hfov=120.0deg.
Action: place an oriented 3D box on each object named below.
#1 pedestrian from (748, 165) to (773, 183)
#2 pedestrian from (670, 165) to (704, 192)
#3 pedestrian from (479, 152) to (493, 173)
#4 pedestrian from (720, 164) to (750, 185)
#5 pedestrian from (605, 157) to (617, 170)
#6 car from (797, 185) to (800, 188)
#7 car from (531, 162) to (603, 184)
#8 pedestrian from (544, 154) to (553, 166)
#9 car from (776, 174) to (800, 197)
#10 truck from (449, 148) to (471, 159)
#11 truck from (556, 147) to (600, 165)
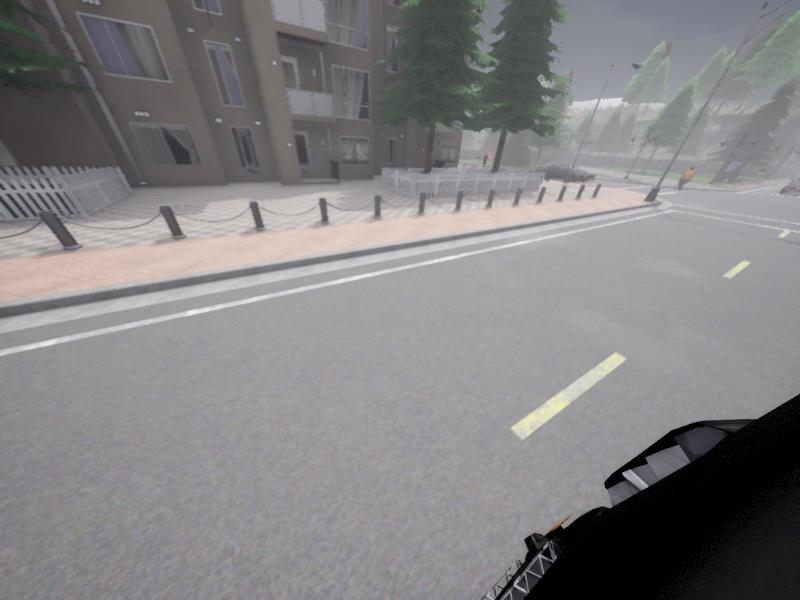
[{"bbox_3d":[44.620,-15.603,28.615,0.751,1.860,0.751,-27,44,-37],"label":"pedestrian"},{"bbox_3d":[22.793,-9.654,18.366,0.751,1.860,0.751,-14,37,-24],"label":"pedestrian"},{"bbox_3d":[9.188,-14.803,24.842,0.751,1.860,0.751,-1,34,-6],"label":"pedestrian"},{"bbox_3d":[35.125,-13.154,24.251,0.751,1.860,0.751,-4,34,-10],"label":"pedestrian"},{"bbox_3d":[37.008,-23.911,40.562,0.751,1.860,0.751,15,35,17],"label":"pedestrian"},{"bbox_3d":[48.397,-13.616,26.564,3.806,1.475,1.970,-16,38,-25],"label":"car"},{"bbox_3d":[16.114,-12.567,22.717,2.033,1.411,5.357,-15,38,-25],"label":"car"},{"bbox_3d":[28.073,-26.440,43.722,0.751,1.860,0.751,5,34,3],"label":"pedestrian"},{"bbox_3d":[35.298,-10.008,20.128,3.705,1.549,1.789,-15,38,-25],"label":"car"},{"bbox_3d":[17.000,-41.667,65.593,5.204,2.467,2.627,-15,37,-24],"label":"truck"},{"bbox_3d":[48.531,-39.496,63.363,8.468,3.827,2.891,28,41,33],"label":"truck"}]
